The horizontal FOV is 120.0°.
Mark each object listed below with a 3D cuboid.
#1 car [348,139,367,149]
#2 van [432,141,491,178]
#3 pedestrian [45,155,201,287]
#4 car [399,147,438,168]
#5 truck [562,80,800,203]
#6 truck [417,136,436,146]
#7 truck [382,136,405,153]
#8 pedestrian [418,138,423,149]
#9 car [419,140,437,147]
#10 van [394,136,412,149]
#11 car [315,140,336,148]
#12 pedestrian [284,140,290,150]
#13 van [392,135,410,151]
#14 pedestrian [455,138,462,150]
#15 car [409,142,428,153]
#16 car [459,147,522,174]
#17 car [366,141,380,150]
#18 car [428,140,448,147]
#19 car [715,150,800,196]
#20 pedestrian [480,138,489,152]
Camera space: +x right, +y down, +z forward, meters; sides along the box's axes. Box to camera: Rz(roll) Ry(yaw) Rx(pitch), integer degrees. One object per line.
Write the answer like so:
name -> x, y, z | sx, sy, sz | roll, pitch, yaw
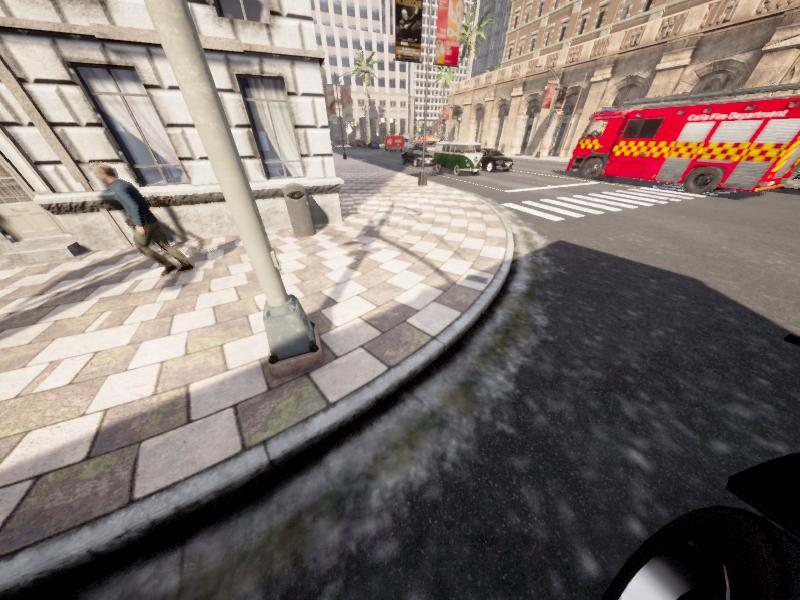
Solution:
car -> -10.510, -38.751, 57.342 | 4.605, 1.855, 1.932 | 27, 43, 33
van -> 4.257, -10.413, 16.937 | 1.775, 1.987, 4.442 | -14, 37, -18
pedestrian -> -4.270, -1.270, 3.824 | 0.751, 1.860, 0.751 | -18, 39, -24
car -> 1.623, -13.832, 22.276 | 1.812, 1.442, 4.674 | -14, 37, -18
truck -> 14.075, -8.120, 12.023 | 2.891, 3.827, 8.468 | -14, 37, -18
truck -> 8.303, -49.523, 71.986 | 5.204, 2.467, 2.627 | -13, 37, -18
truck -> -1.237, -28.975, 42.882 | 2.627, 2.467, 5.204 | -13, 37, -18
pedestrian -> 4.484, -34.465, 50.867 | 0.751, 1.860, 0.751 | -23, 41, -28
car -> 8.349, -46.956, 69.201 | 4.792, 1.488, 2.163 | -13, 37, -18
van -> 0.751, -39.419, 57.601 | 1.988, 2.561, 5.915 | 17, 39, 23
car -> -19.735, -41.378, 61.206 | 4.553, 1.767, 2.097 | 3, 35, 4
pedestrian -> -24.344, -33.465, 49.903 | 0.751, 1.860, 0.751 | -12, 37, -16
van -> 0.088, -32.971, 48.494 | 1.988, 2.561, 5.915 | -11, 37, -14
pedestrian -> 11.187, -29.577, 43.887 | 0.751, 1.860, 0.751 | -14, 37, -19
car -> 3.278, -27.558, 41.668 | 1.845, 1.501, 3.633 | -13, 37, -18
car -> 7.130, -11.494, 18.879 | 1.837, 1.490, 4.892 | -14, 37, -18
car -> -6.070, -35.006, 52.232 | 1.851, 1.617, 3.988 | -16, 38, -21
car -> 11.048, -45.482, 66.953 | 5.238, 1.638, 1.930 | -13, 37, -18
car -> 19.006, -5.674, 10.414 | 1.930, 1.638, 5.238 | -14, 37, -18
pedestrian -> 13.832, -25.205, 37.665 | 0.751, 1.860, 0.751 | -17, 39, -23
